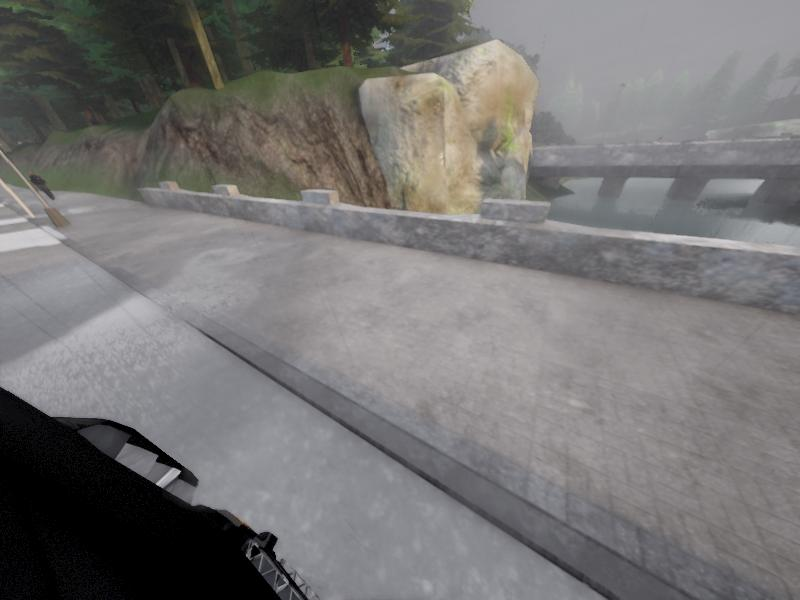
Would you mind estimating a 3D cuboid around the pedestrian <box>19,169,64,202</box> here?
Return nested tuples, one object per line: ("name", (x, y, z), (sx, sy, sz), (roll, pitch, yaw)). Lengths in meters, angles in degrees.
("pedestrian", (-23.808, -7.635, 15.365), (0.751, 1.860, 0.751), (17, 39, 28))
